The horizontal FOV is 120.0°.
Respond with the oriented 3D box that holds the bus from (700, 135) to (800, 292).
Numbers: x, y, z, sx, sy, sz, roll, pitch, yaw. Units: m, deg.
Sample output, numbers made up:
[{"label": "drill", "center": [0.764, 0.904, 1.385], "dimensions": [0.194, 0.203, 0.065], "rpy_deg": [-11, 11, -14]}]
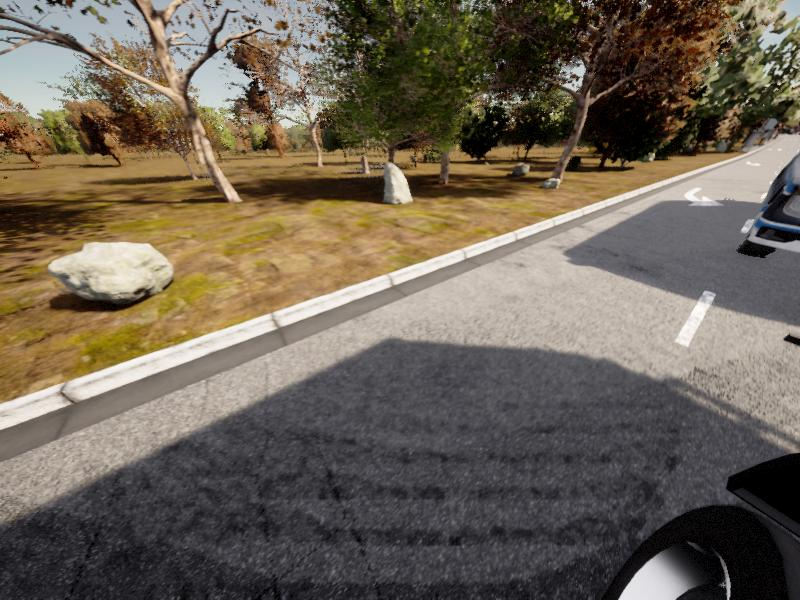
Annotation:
[{"label": "bus", "center": [11.593, -3.260, 4.751], "dimensions": [10.273, 4.253, 3.944], "rpy_deg": [-23, 41, -29]}]
